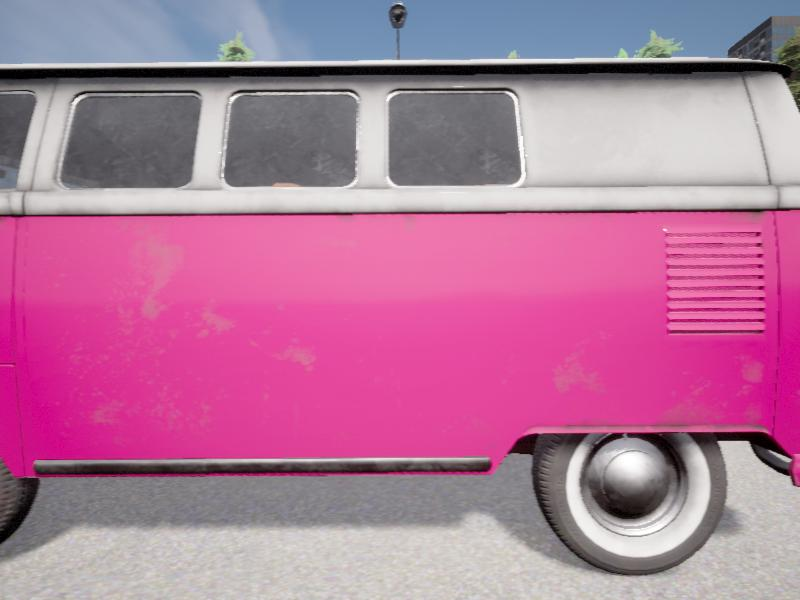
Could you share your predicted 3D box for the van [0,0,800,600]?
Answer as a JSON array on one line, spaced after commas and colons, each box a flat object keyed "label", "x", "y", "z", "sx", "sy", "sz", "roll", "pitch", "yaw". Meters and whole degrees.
[{"label": "van", "x": -0.585, "y": -0.004, "z": 2.200, "sx": 4.442, "sy": 1.987, "sz": 1.775, "roll": 0, "pitch": 0, "yaw": 0}]

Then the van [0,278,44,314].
[{"label": "van", "x": -29.302, "y": -0.269, "z": 28.822, "sx": 1.988, "sy": 2.561, "sz": 5.915, "roll": 0, "pitch": 0, "yaw": 0}]

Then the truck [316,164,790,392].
[{"label": "truck", "x": 1.684, "y": -0.248, "z": 5.708, "sx": 5.204, "sy": 2.467, "sz": 2.627, "roll": 0, "pitch": 0, "yaw": 0}]

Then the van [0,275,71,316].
[{"label": "van", "x": -25.805, "y": -0.270, "z": 27.223, "sx": 1.988, "sy": 2.561, "sz": 5.915, "roll": 0, "pitch": 0, "yaw": 0}]

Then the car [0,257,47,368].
[{"label": "car", "x": -8.358, "y": 0.181, "z": 5.701, "sx": 4.856, "sy": 1.649, "sz": 2.033, "roll": 0, "pitch": 0, "yaw": 0}]
